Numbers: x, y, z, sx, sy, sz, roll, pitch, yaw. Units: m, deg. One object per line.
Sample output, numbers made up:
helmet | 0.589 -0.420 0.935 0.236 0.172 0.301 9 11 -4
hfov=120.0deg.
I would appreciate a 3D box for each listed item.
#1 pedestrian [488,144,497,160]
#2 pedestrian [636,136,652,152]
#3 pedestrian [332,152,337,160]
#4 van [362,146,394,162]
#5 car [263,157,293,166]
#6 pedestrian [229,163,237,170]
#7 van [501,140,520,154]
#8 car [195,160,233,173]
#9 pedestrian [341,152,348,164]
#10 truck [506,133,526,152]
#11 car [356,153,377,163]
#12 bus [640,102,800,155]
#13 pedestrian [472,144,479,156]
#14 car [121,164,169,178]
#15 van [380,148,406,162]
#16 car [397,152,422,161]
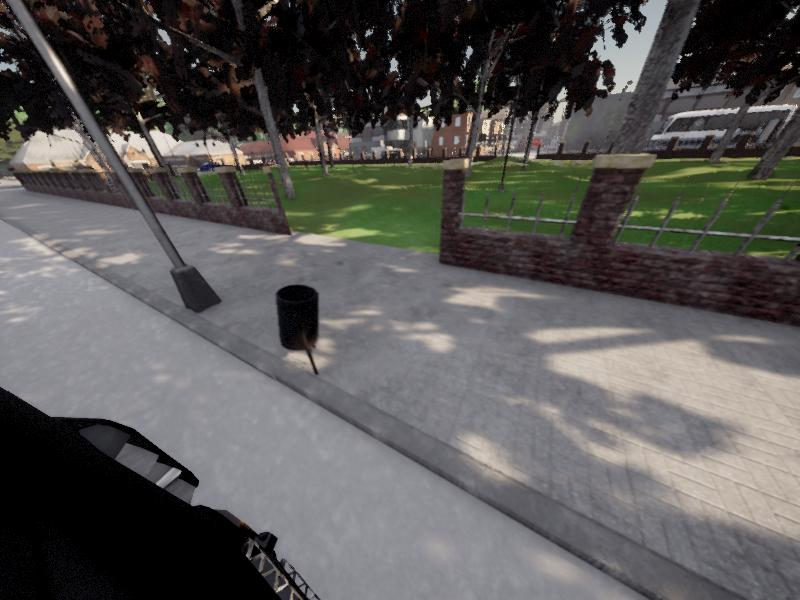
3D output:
pedestrian | 13.252 -21.262 33.185 0.751 1.860 0.751 23 41 33
pedestrian | 35.690 -22.859 33.820 0.751 1.860 0.751 -1 33 2
pedestrian | -17.887 -39.340 63.038 0.751 1.860 0.751 21 41 32
van | -4.592 -30.657 48.537 6.366 2.431 2.351 15 37 25
car | -27.345 -31.108 51.967 2.033 1.411 5.357 23 41 33
pedestrian | -29.358 -23.488 40.631 0.500 1.100 0.500 15 38 26
van | 24.355 -33.786 50.970 2.351 2.431 6.366 16 38 27
car | -34.090 -24.633 42.574 1.882 1.535 5.008 15 38 25
pedestrian | -10.153 -26.119 42.394 0.751 1.860 0.751 15 38 26
truck | 29.432 -39.834 58.450 2.891 3.827 8.468 16 38 26
car | -6.568 -28.206 45.800 3.633 1.501 1.845 14 37 24
bus | 37.176 -20.135 27.645 10.273 4.253 3.944 16 38 25
pedestrian | 15.238 -30.308 46.700 0.751 1.860 0.751 26 43 36
car | -41.742 -21.267 37.968 2.242 1.667 4.611 15 38 26
van | -1.357 -26.954 43.077 4.442 1.987 1.775 14 37 24
car | 1.853 -28.243 45.399 4.718 1.301 1.895 17 38 27
